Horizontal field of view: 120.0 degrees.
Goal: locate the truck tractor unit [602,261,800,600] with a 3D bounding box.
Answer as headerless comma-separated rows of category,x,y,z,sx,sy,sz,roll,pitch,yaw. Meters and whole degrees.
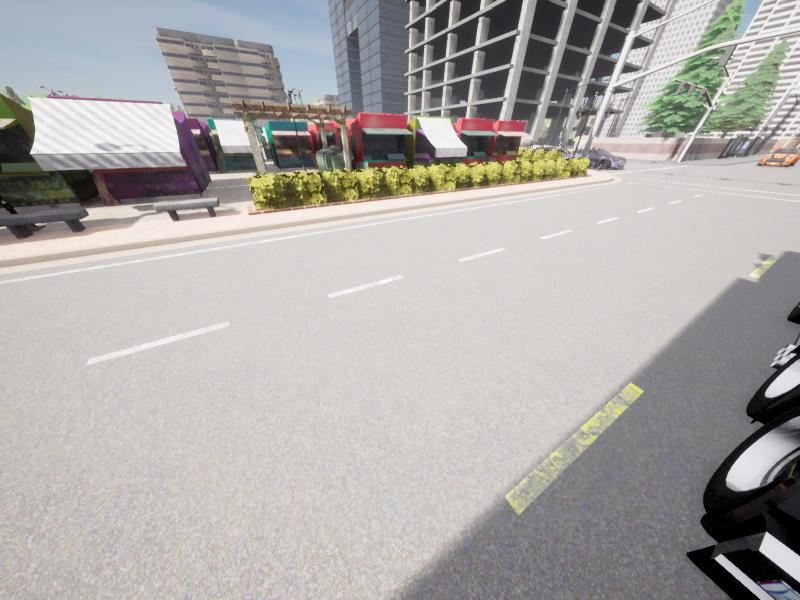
truck tractor unit,5.104,-0.307,0.788,6.516,4.208,3.053,-19,39,-24

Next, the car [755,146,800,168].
car,41.596,-15.598,25.128,4.553,1.767,2.097,-18,39,-24

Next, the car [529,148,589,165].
car,18.421,-16.889,27.064,2.033,1.411,5.357,-18,39,-24

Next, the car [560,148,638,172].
car,18.044,-13.034,21.324,2.033,1.649,4.856,-14,37,-19
